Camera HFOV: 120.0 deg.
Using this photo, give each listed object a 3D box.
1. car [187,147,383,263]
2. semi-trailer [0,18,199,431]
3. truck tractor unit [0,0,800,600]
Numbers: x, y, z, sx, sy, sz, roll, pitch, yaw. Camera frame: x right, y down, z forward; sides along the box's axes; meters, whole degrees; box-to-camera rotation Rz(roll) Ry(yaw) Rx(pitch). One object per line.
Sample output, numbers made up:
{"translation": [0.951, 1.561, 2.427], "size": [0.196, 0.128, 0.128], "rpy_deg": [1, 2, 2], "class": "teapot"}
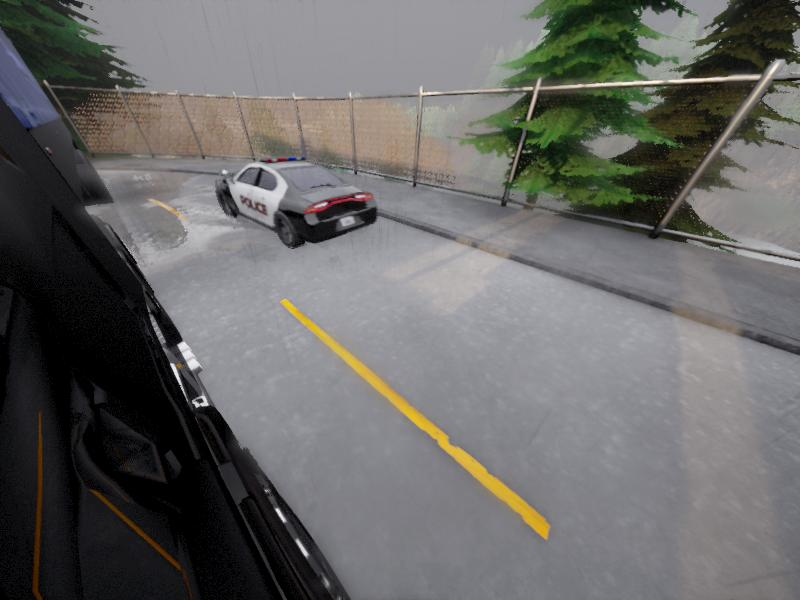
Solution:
{"translation": [-2.975, -2.776, 5.896], "size": [4.974, 1.542, 2.038], "rpy_deg": [27, 43, 29], "class": "car"}
{"translation": [-8.584, -3.680, 4.337], "size": [14.254, 4.402, 2.717], "rpy_deg": [29, 44, 31], "class": "semi-trailer"}
{"translation": [-2.645, -0.295, 0.351], "size": [6.516, 4.208, 3.053], "rpy_deg": [28, 44, 30], "class": "truck tractor unit"}
